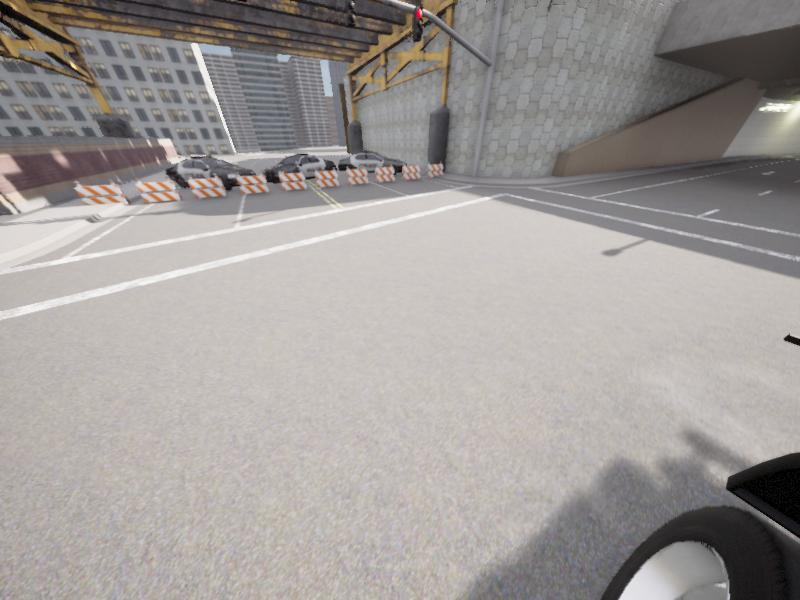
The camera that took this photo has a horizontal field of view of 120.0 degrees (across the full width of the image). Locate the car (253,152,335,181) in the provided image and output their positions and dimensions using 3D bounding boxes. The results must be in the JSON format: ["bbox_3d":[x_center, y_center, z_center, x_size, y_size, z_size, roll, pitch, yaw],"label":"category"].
[{"bbox_3d":[-6.438,-8.607,14.718,1.853,1.218,4.536,16,38,22],"label":"car"}]

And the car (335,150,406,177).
[{"bbox_3d":[-2.022,-10.266,17.306,4.974,1.542,2.038,1,35,2],"label":"car"}]

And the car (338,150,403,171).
[{"bbox_3d":[-2.075,-10.396,17.217,4.536,1.218,1.853,1,35,2],"label":"car"}]

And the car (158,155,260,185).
[{"bbox_3d":[-10.622,-7.370,13.005,4.536,1.218,1.853,9,36,14],"label":"car"}]

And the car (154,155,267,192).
[{"bbox_3d":[-10.571,-7.233,13.082,4.974,1.542,2.038,9,36,14],"label":"car"}]

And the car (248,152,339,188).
[{"bbox_3d":[-6.460,-8.451,14.770,2.038,1.542,4.974,16,38,22],"label":"car"}]
